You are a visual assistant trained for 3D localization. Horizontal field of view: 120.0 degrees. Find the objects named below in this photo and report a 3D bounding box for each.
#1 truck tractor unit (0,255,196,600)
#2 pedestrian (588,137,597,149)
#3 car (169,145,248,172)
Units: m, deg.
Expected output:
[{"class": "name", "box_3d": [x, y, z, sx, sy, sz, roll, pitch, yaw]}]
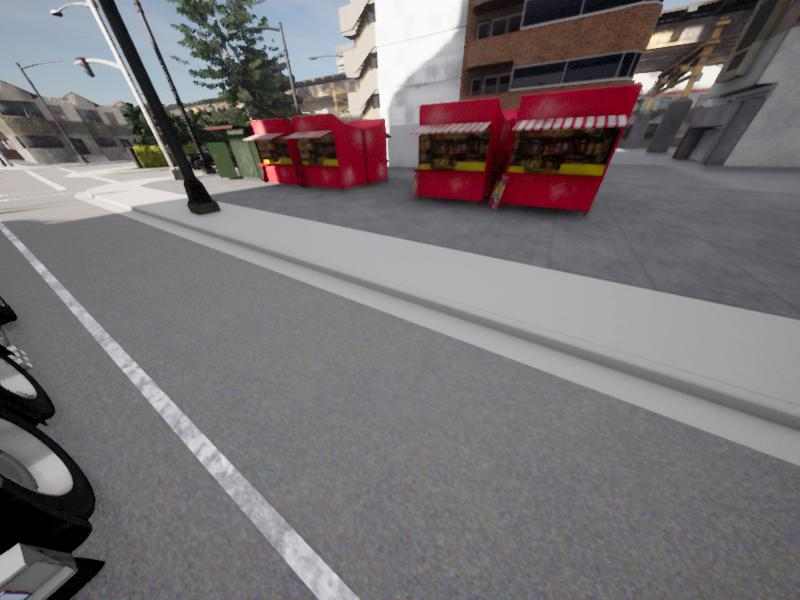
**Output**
[{"class": "truck tractor unit", "box_3d": [-5.108, -0.299, 0.814, 6.516, 4.208, 3.053, 18, 39, 25]}, {"class": "pedestrian", "box_3d": [38.872, -31.779, 46.770, 0.751, 1.860, 0.751, 18, 39, 25]}, {"class": "car", "box_3d": [-19.381, -14.747, 23.837, 2.150, 2.045, 5.566, 18, 39, 26]}]
